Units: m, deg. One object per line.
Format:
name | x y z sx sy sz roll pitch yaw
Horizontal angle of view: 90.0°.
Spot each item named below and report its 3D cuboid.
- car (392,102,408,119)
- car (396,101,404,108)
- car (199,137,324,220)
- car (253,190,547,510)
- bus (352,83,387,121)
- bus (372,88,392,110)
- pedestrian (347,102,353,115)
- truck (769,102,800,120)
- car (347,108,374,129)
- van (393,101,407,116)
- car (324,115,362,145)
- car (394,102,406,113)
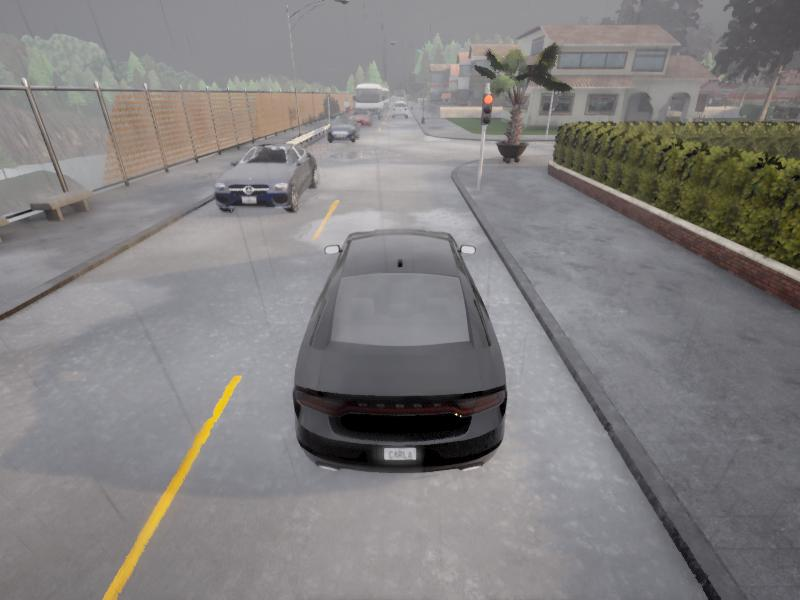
car | 0.003 -27.123 57.124 2.150 2.045 5.566 0 27 0
car | 0.005 -48.762 99.768 1.882 1.535 5.008 0 27 0
car | -3.997 -4.047 12.705 2.152 1.651 5.027 0 27 0
car | 0.001 -0.111 5.142 1.882 1.535 5.008 0 27 0
bus | -3.875 -26.889 54.251 3.944 4.253 10.273 0 27 0
bus | -3.874 -44.776 89.037 3.944 4.253 10.273 0 27 0
pedestrian | -7.833 -29.843 62.336 0.751 1.860 0.751 0 27 0
truck | 53.532 -25.255 53.431 2.390 2.098 6.274 0 27 0
car | -3.997 -18.685 41.118 2.242 1.667 4.611 0 27 0
van | 0.003 -30.115 62.955 2.069 2.038 4.480 0 27 0
car | -3.997 -12.299 28.752 2.033 1.649 4.856 0 27 0
car | 0.004 -37.249 77.377 2.242 1.667 4.611 0 27 0
